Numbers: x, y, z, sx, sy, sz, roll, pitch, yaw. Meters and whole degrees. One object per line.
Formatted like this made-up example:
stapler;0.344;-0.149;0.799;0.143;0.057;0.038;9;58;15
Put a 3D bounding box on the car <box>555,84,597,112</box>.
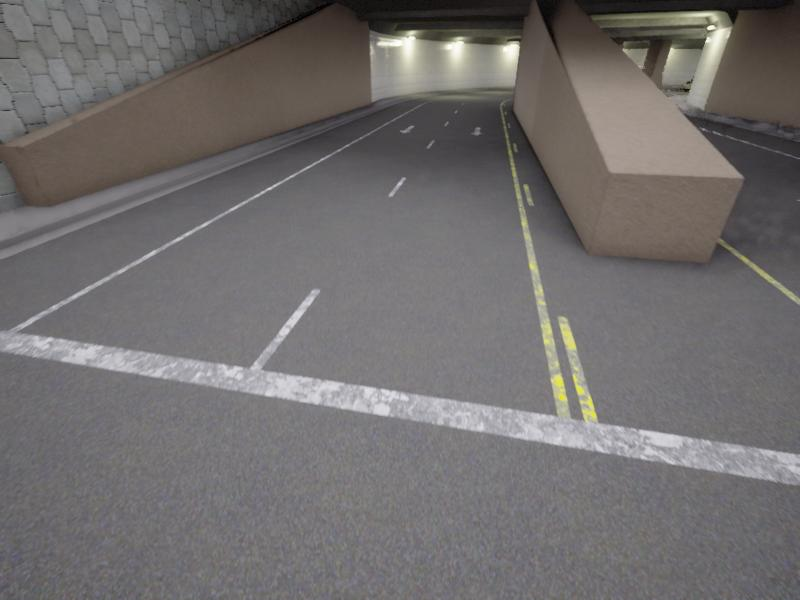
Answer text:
car;14.124;-16.461;32.461;2.152;1.651;5.027;6;31;10
